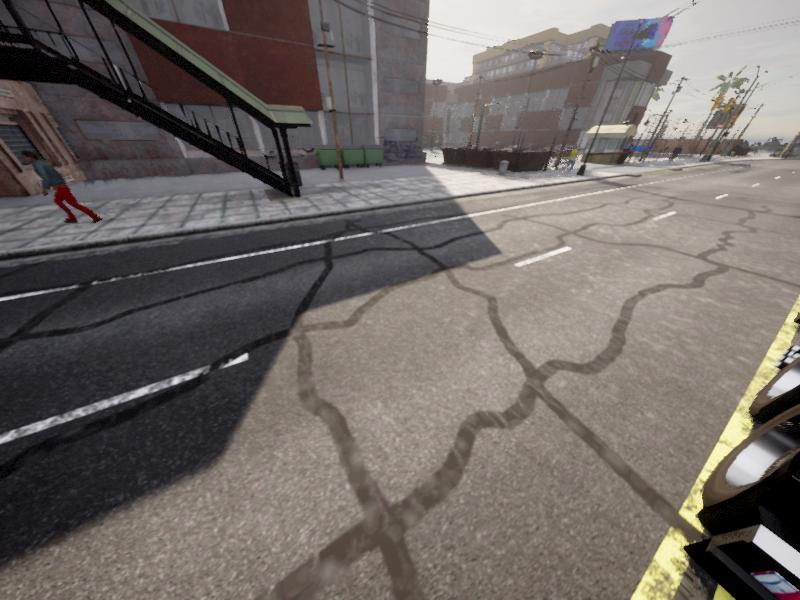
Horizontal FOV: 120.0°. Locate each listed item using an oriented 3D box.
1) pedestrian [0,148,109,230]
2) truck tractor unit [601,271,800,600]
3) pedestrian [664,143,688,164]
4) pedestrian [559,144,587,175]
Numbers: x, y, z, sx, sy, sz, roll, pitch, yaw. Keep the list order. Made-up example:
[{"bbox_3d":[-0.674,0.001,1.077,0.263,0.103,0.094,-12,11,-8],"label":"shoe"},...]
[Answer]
[{"bbox_3d":[-9.196,-2.990,6.254,0.751,1.860,0.751,-21,40,-27],"label":"pedestrian"},{"bbox_3d":[5.120,-0.293,0.760,6.516,4.208,3.053,-18,39,-23],"label":"truck tractor unit"},{"bbox_3d":[29.530,-15.652,24.748,0.751,1.860,0.751,-20,40,-26],"label":"pedestrian"},{"bbox_3d":[12.632,-10.297,16.923,0.751,1.860,0.751,-18,39,-25],"label":"pedestrian"}]
